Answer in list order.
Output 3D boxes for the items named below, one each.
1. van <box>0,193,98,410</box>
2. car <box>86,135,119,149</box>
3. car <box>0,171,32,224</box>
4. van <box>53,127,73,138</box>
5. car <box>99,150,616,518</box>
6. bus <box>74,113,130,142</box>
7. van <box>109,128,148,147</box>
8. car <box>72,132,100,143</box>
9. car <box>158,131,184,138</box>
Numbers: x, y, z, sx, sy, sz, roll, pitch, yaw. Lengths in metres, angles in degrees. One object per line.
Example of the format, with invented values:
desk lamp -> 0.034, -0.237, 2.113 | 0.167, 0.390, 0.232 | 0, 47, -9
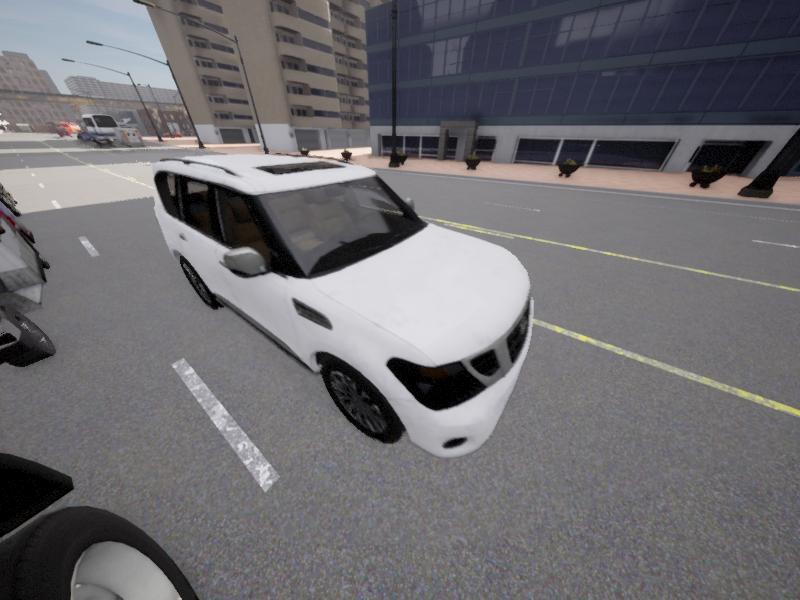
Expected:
van -> -6.906, -0.729, 2.807 | 6.366, 2.431, 2.351 | 22, 41, 28
car -> -47.134, -25.095, 36.566 | 4.902, 1.511, 2.128 | 24, 42, 27
car -> -14.661, -3.576, 7.580 | 4.902, 1.511, 2.128 | 23, 41, 28
van -> -81.752, -40.660, 55.989 | 4.442, 1.987, 1.775 | 24, 42, 29
car -> -1.184, -0.693, 3.116 | 5.566, 2.045, 2.150 | 22, 41, 28
bus -> -58.733, -33.930, 45.559 | 10.273, 4.253, 3.944 | 24, 41, 27
van -> -46.027, -27.556, 39.131 | 6.366, 2.431, 2.351 | 24, 42, 27
car -> -57.848, -29.914, 42.534 | 5.357, 1.411, 2.033 | 24, 42, 27
car -> -67.136, -48.567, 67.801 | 2.242, 1.667, 4.611 | 24, 42, 29
